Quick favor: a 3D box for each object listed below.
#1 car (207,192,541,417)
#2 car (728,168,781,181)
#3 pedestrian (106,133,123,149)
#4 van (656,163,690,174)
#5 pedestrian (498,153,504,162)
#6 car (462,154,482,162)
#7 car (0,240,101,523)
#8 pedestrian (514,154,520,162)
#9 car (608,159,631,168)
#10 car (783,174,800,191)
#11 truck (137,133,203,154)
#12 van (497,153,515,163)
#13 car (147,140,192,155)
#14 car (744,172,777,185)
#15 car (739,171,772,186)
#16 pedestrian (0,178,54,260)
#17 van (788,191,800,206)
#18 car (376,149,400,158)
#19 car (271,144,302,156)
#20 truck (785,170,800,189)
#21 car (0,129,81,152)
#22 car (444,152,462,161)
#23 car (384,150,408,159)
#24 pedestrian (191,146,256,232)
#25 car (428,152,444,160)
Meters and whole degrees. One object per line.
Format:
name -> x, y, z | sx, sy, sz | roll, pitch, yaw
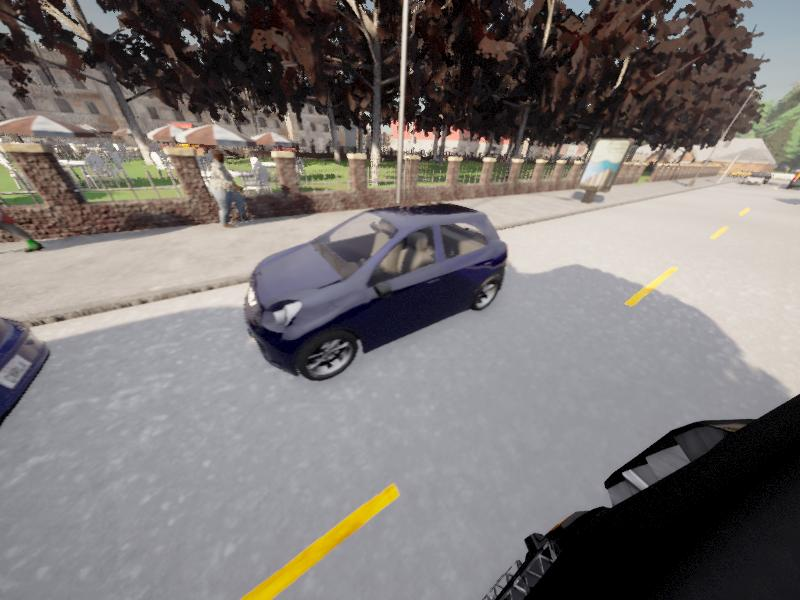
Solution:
car -> -0.161, -0.465, 3.265 | 3.633, 1.501, 1.845 | -18, 39, -29
car -> 68.911, -24.589, 45.111 | 1.801, 1.575, 5.366 | -2, 34, -6
pedestrian -> -41.060, -22.899, 33.199 | 0.751, 1.860, 0.751 | -21, 40, -32
van -> 63.612, -30.716, 53.935 | 1.775, 1.987, 4.442 | -18, 39, -29
pedestrian -> 25.537, -36.019, 58.327 | 0.751, 1.860, 0.751 | -18, 39, -29
car -> 18.414, -36.411, 59.293 | 4.892, 1.490, 1.837 | -18, 39, -29
car -> -4.983, 1.079, 0.630 | 4.674, 1.442, 1.812 | -19, 39, -30
pedestrian -> 31.214, -37.879, 61.585 | 0.751, 1.860, 0.751 | -18, 39, -29
car -> 60.327, -37.492, 63.526 | 1.905, 1.878, 3.866 | -18, 39, -29
car -> 47.711, -13.817, 27.161 | 3.988, 1.617, 1.851 | -16, 38, -26
truck -> -32.896, -22.593, 33.414 | 6.274, 2.098, 2.390 | -18, 39, -29
van -> 30.127, -40.480, 65.885 | 4.480, 2.038, 2.069 | -18, 39, -29
car -> -30.615, -20.390, 30.844 | 3.806, 1.475, 1.970 | -19, 39, -29
car -> 52.927, -17.884, 33.897 | 5.357, 1.411, 2.033 | -19, 39, -29
car -> 47.274, -16.157, 30.717 | 3.633, 1.501, 1.845 | -19, 40, -30
pedestrian -> -7.535, -1.695, 3.991 | 0.751, 1.860, 0.751 | -12, 36, -21
van -> 30.501, -7.461, 15.815 | 4.480, 2.038, 2.069 | -6, 34, -14
car -> -2.666, -32.306, 51.009 | 4.902, 1.511, 2.128 | -18, 39, -29
car -> -20.070, -26.584, 40.975 | 4.514, 1.525, 2.007 | -18, 39, -29
truck -> 54.569, -16.704, 30.055 | 8.468, 3.827, 2.891 | -18, 39, -29
car -> -39.840, -17.667, 25.637 | 4.605, 1.855, 1.932 | -19, 39, -30
car -> 12.807, -34.768, 55.921 | 3.705, 1.549, 1.789 | -18, 39, -29
car -> -0.818, -30.275, 48.085 | 4.514, 1.525, 2.007 | -18, 39, -29
pedestrian -> -4.460, -2.832, 5.950 | 0.751, 1.860, 0.751 | -18, 39, -29
car -> 8.996, -35.994, 57.846 | 3.633, 1.501, 1.845 | -18, 39, -29
